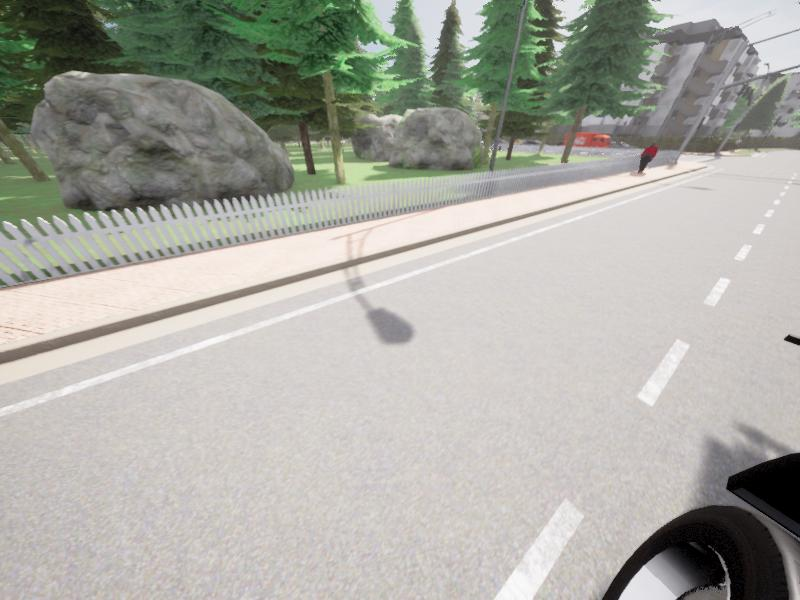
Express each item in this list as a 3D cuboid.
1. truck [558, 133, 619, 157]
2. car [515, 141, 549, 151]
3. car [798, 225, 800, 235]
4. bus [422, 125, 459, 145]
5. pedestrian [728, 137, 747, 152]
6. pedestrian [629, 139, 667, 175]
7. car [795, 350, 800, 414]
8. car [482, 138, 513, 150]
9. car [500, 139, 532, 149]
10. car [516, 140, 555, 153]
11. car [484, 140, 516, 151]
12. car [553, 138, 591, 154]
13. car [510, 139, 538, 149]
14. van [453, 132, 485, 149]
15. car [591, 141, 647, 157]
[{"bbox_3d":[25.140,-21.018,31.141,2.627,2.467,5.204,-20,40,-26],"label":"truck"},{"bbox_3d":[22.667,-26.608,39.920,1.895,1.301,4.718,-20,40,-26],"label":"car"},{"bbox_3d":[13.690,-2.669,6.371,4.792,1.488,2.163,-21,41,-27],"label":"car"},{"bbox_3d":[10.934,-46.055,64.398,3.944,4.253,10.273,-20,40,-26],"label":"bus"},{"bbox_3d":[51.208,-23.581,35.072,0.751,1.860,0.751,-19,40,-24],"label":"pedestrian"},{"bbox_3d":[15.526,-8.933,14.480,0.751,1.860,0.751,-21,41,-27],"label":"pedestrian"},{"bbox_3d":[6.748,0.030,2.512,5.366,1.575,1.801,-23,42,-27],"label":"car"},{"bbox_3d":[18.792,-30.299,44.759,2.152,1.651,5.027,-20,40,-26],"label":"car"},{"bbox_3d":[22.570,-30.611,45.250,1.801,1.575,5.366,-20,40,-26],"label":"car"},{"bbox_3d":[21.184,-24.250,36.457,1.837,1.490,4.892,-20,40,-26],"label":"car"},{"bbox_3d":[17.659,-27.487,40.946,1.837,1.490,4.892,-20,40,-26],"label":"car"},{"bbox_3d":[26.145,-23.654,35.314,1.905,1.878,3.866,-20,40,-26],"label":"car"},{"bbox_3d":[25.233,-31.912,47.192,1.812,1.442,4.674,-20,40,-26],"label":"car"},{"bbox_3d":[13.546,-31.687,45.877,1.988,2.561,5.915,-20,40,-26],"label":"van"},{"bbox_3d":[29.410,-20.504,31.271,2.128,1.511,4.902,-20,40,-26],"label":"car"}]
